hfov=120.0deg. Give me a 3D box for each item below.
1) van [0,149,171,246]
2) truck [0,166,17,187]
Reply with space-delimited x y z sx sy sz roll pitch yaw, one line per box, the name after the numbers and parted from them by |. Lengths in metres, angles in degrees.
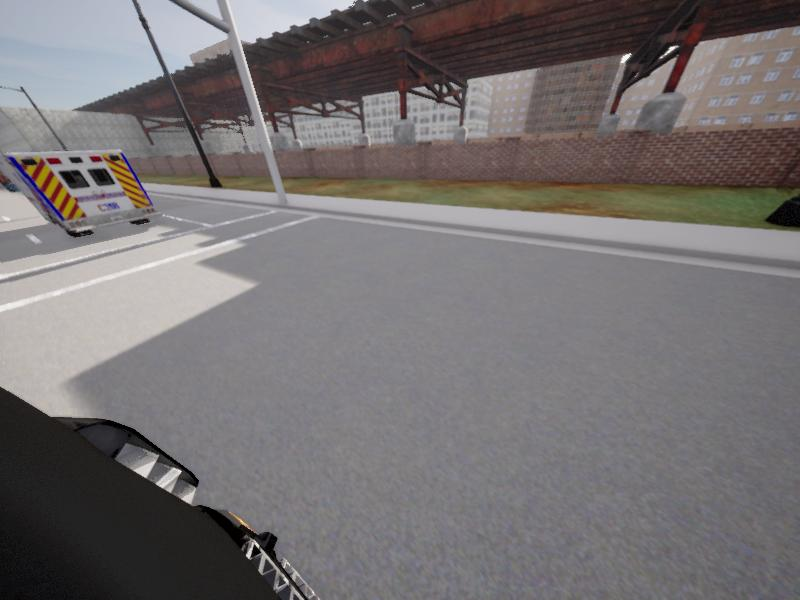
-12.155 -4.080 8.720 6.366 2.431 2.351 16 38 26 | van
-51.034 -15.814 27.855 8.468 3.827 2.891 16 38 26 | truck
